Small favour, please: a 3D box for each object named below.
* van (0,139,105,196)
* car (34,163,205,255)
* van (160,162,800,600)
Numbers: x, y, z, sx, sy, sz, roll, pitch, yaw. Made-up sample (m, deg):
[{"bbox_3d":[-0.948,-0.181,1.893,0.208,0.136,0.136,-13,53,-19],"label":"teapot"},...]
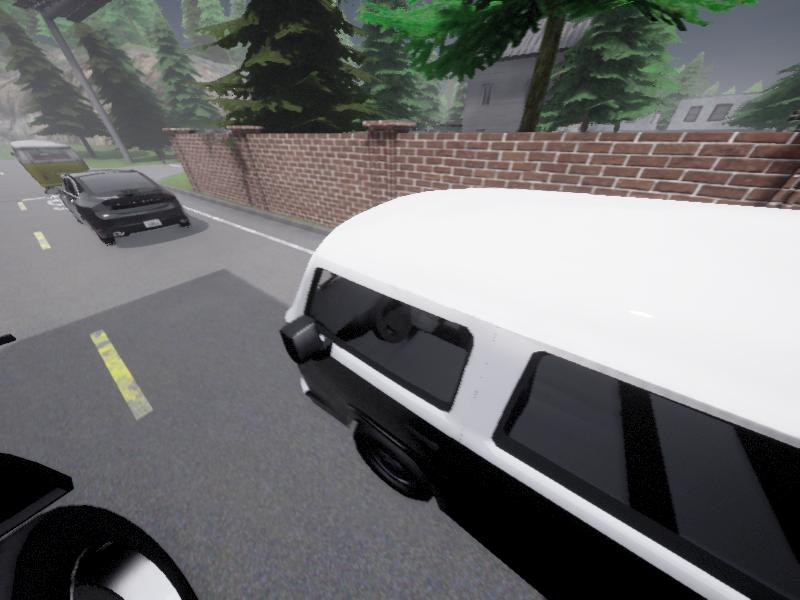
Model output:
[{"bbox_3d":[-17.398,-6.767,11.598,4.442,1.987,1.775,23,41,26],"label":"van"},{"bbox_3d":[-8.076,-2.877,6.634,4.892,1.490,1.837,21,40,27],"label":"car"},{"bbox_3d":[1.358,0.619,1.271,4.480,2.038,2.069,22,41,28],"label":"van"}]
